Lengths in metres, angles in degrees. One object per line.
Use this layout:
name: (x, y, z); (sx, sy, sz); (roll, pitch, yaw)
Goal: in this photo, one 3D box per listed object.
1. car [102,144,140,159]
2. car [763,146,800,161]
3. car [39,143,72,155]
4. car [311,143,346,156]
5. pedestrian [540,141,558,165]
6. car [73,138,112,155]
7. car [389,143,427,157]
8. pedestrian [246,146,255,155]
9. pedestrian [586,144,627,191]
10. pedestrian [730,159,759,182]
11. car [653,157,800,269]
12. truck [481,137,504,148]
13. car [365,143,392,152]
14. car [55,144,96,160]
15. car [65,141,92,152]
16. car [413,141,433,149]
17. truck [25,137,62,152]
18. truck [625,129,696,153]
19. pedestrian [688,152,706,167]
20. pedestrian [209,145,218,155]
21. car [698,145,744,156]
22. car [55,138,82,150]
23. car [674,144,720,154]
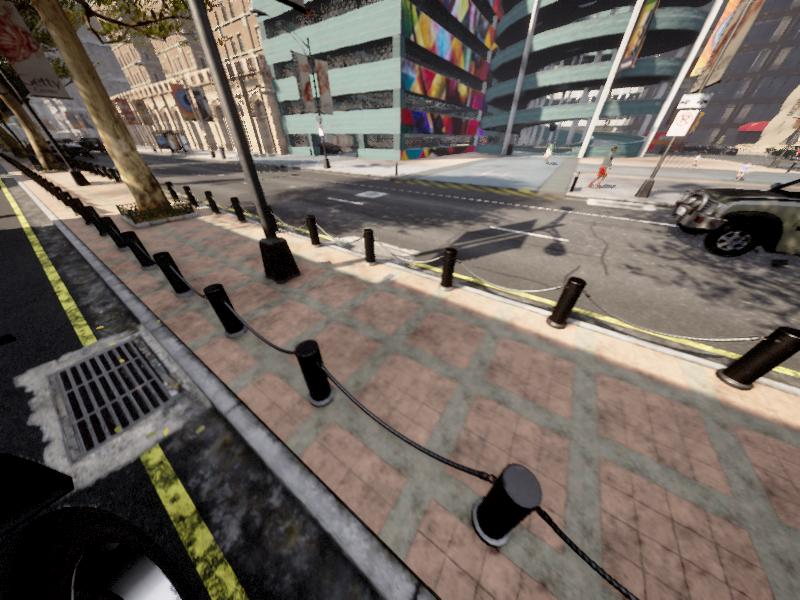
car: (-35.209, -18.837, 29.183); (3.806, 1.475, 1.970); (21, 40, 27)
car: (52.636, -19.827, 31.139); (1.789, 1.549, 3.705); (9, 36, 12)
car: (-52.557, -23.111, 35.215); (4.181, 1.385, 1.994); (21, 40, 27)
car: (-10.804, -22.815, 34.842); (4.786, 1.482, 2.161); (21, 40, 27)
pedestrian: (13.939, -13.751, 21.653); (0.751, 1.860, 0.751); (11, 36, 14)
car: (-47.573, -23.865, 35.757); (5.566, 2.045, 2.150); (21, 40, 27)
car: (1.123, -21.079, 32.387); (4.902, 1.511, 2.128); (21, 40, 27)
pedestrian: (-20.450, -20.459, 31.613); (0.500, 1.100, 0.500); (21, 40, 26)
pedestrian: (9.869, -6.362, 11.118); (0.751, 1.860, 0.751); (19, 39, 24)
pedestrian: (20.625, -7.770, 13.855); (0.500, 1.100, 0.500); (-24, 42, -31)
car: (9.274, -1.808, 4.932); (4.605, 1.855, 1.932); (18, 40, 23)
truck: (26.107, -44.427, 65.131); (5.204, 2.467, 2.627); (21, 40, 27)
car: (-4.021, -28.171, 42.591); (4.718, 1.301, 1.895); (21, 40, 27)
car: (-39.351, -18.030, 27.989); (4.892, 1.490, 1.837); (21, 40, 27)
car: (-57.423, -27.495, 41.260); (3.705, 1.549, 1.789); (21, 40, 27)
car: (5.504, -37.311, 55.580); (4.514, 1.523, 2.007); (21, 40, 27)
truck: (-62.099, -27.106, 40.209); (6.274, 2.098, 2.390); (21, 40, 27)
truck: (52.702, -32.581, 47.290); (2.891, 3.827, 8.468); (-9, 36, -13)
pedestrian: (26.762, -12.632, 20.811); (0.500, 1.100, 0.500); (25, 42, 31)
pedestrian: (-26.210, -21.134, 32.533); (0.500, 1.100, 0.500); (22, 41, 28)
car: (53.943, -25.213, 38.956); (1.994, 1.385, 4.181); (-1, 35, -2)
car: (-64.934, -30.533, 45.266); (3.866, 1.878, 1.905); (21, 40, 27)
car: (57.146, -29.217, 44.614); (2.128, 1.511, 4.902); (-5, 35, -8)
